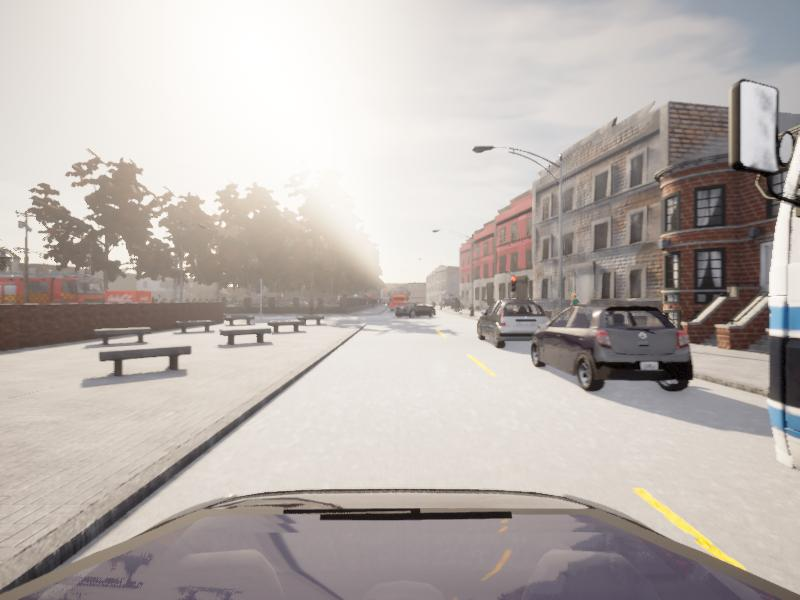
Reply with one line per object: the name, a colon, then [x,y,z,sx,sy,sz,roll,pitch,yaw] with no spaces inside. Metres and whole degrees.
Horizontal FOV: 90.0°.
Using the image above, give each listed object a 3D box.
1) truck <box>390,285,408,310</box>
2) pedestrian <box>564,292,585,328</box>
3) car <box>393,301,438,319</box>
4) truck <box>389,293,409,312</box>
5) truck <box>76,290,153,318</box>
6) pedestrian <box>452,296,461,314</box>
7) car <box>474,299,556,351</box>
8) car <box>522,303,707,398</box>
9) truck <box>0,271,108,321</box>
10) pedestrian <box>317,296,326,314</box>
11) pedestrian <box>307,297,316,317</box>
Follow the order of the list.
truck: [-0.153,-0.316,65.504,2.891,3.827,8.468,0,0,0]
pedestrian: [9.221,0.535,21.171,0.751,1.860,0.751,0,0,-6]
car: [1.448,0.856,36.184,3.806,1.475,1.970,0,0,-44]
truck: [-0.137,0.361,56.343,2.627,2.467,5.204,0,0,-1]
truck: [-25.855,0.359,36.414,5.204,2.467,2.627,0,0,0]
pedestrian: [6.092,0.536,43.134,0.751,1.860,0.751,0,0,-32]
car: [3.997,0.789,14.595,1.851,1.617,3.988,0,0,0]
car: [3.996,0.827,8.236,1.845,1.501,3.633,0,0,0]
truck: [-28.959,-0.318,32.398,8.468,3.827,2.891,0,0,0]
pedestrian: [-8.200,0.537,41.713,0.751,1.860,0.751,0,0,0]
pedestrian: [-8.487,0.640,38.324,0.751,1.860,0.751,0,0,-4]
